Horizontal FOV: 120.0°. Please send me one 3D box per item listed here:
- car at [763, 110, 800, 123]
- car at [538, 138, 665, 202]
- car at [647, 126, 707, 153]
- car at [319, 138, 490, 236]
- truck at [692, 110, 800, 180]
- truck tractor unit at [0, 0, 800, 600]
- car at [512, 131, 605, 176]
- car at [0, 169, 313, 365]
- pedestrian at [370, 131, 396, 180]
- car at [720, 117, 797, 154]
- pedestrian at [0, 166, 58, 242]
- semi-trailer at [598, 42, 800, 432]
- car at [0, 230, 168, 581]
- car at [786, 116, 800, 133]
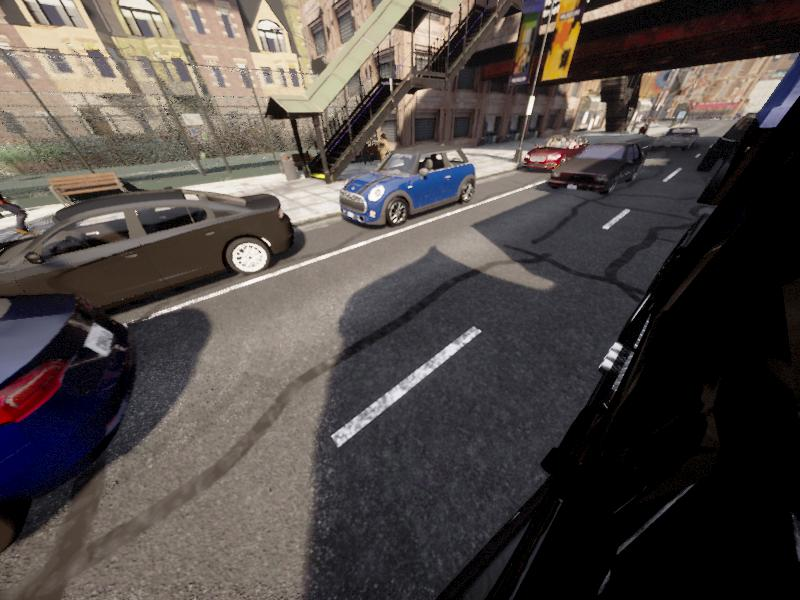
[{"bbox_3d":[70.022,-33.634,42.416,2.242,1.667,4.611,24,45,31],"label":"car"},{"bbox_3d":[7.841,-5.223,8.908,5.357,1.411,2.033,-28,44,-30],"label":"car"},{"bbox_3d":[20.290,-11.819,16.925,4.718,1.301,1.895,-28,44,-29],"label":"car"},{"bbox_3d":[0.333,-3.740,7.101,4.553,1.767,2.185,-29,44,-30],"label":"car"},{"bbox_3d":[16.022,-7.141,10.375,6.274,2.098,2.390,-28,44,-30],"label":"truck"},{"bbox_3d":[2.645,-0.295,0.351,6.516,4.208,3.053,-28,44,-30],"label":"truck tractor unit"},{"bbox_3d":[8.602,-8.057,12.498,4.892,1.521,2.231,-29,44,-30],"label":"car"},{"bbox_3d":[-4.487,-0.935,3.905,5.008,1.535,2.097,-29,44,-30],"label":"car"},{"bbox_3d":[-0.751,-6.737,10.790,0.751,1.860,0.751,26,45,32],"label":"pedestrian"},{"bbox_3d":[23.288,-10.813,15.110,5.238,1.638,1.930,-28,44,-29],"label":"car"},{"bbox_3d":[-10.232,-2.587,5.905,0.751,1.860,0.751,28,47,34],"label":"pedestrian"},{"bbox_3d":[8.695,-3.620,4.212,14.254,4.402,2.717,-28,44,-30],"label":"semi-trailer"},{"bbox_3d":[-4.446,1.348,0.922,4.792,1.488,2.163,-28,44,-30],"label":"car"},{"bbox_3d":[43.692,-18.865,24.745,4.718,1.301,1.895,-28,44,-30],"label":"car"}]
